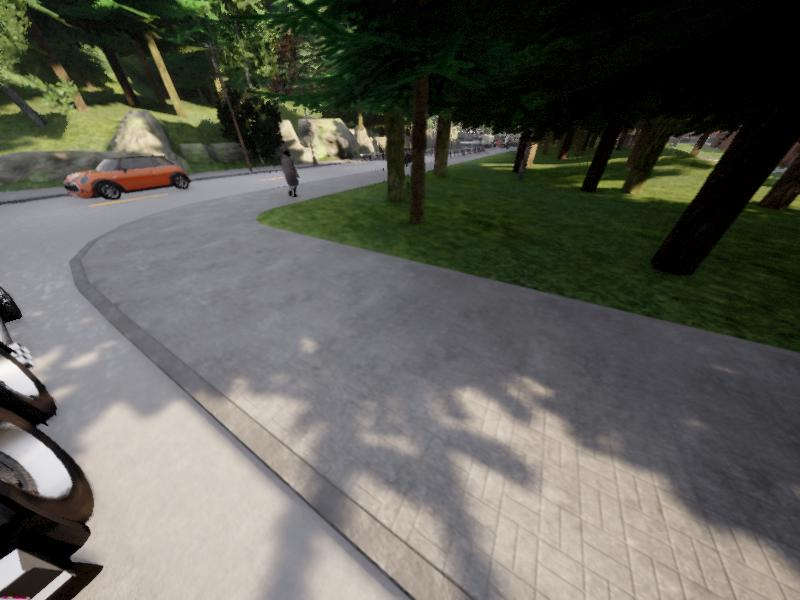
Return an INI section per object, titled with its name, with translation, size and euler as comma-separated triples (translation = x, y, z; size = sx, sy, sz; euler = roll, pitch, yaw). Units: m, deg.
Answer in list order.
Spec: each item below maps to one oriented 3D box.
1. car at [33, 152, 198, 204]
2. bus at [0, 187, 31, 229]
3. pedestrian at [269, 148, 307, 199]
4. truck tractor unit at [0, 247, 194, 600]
[car]
translation = -13.765, -6.372, 11.715
size = 2.097, 1.767, 4.553
euler = 13, 37, 18
[bus]
translation = -13.293, -1.439, 2.475
size = 3.944, 4.253, 10.273
euler = -13, 36, -15
[pedestrian]
translation = -4.848, -5.513, 10.118
size = 0.751, 1.860, 0.751
euler = 15, 38, 21
[truck tractor unit]
translation = -5.085, -0.326, 0.817
size = 6.516, 4.208, 3.053
euler = 19, 40, 25
